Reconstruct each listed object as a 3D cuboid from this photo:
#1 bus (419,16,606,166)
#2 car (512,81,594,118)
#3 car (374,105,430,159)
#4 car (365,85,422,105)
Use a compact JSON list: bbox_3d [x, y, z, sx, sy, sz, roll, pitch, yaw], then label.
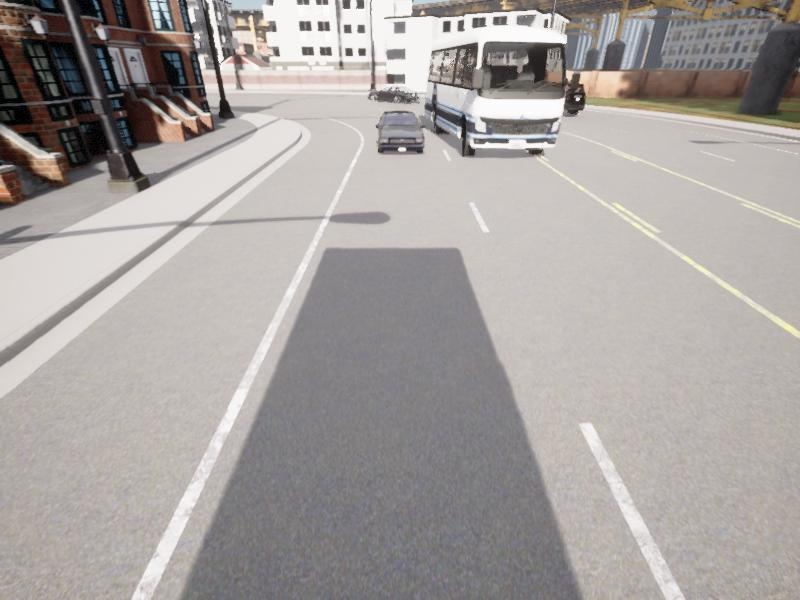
[{"bbox_3d":[3.686,-9.141,17.418,3.944,4.253,10.273,-3,30,-6],"label":"bus"},{"bbox_3d":[10.883,-14.667,29.052,2.150,2.045,5.566,-12,32,-20],"label":"car"},{"bbox_3d":[-0.014,-7.348,17.173,2.033,1.411,5.357,-1,30,-2],"label":"car"},{"bbox_3d":[-0.634,-19.485,37.919,5.357,1.411,2.033,24,38,35],"label":"car"}]
